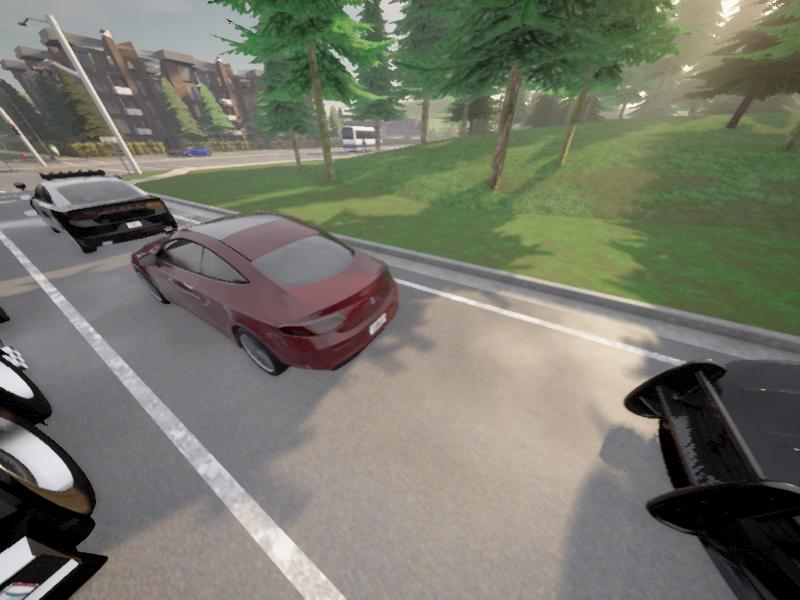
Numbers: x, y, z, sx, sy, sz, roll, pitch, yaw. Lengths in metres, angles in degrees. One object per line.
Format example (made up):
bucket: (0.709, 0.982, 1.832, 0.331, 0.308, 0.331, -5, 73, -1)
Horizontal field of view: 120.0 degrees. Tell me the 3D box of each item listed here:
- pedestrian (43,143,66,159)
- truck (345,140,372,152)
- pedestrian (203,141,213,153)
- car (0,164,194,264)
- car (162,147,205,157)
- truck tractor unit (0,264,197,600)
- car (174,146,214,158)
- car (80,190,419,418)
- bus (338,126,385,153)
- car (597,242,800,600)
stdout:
pedestrian: (-46.489, -20.052, 31.097, 0.751, 1.860, 0.751, 14, 38, 20)
truck: (-9.247, -34.637, 51.879, 2.390, 2.098, 6.274, 18, 39, 24)
pedestrian: (-38.392, -30.603, 46.189, 0.751, 1.860, 0.751, 18, 39, 25)
car: (-8.619, -2.713, 6.504, 5.238, 1.638, 1.930, 18, 39, 25)
car: (-35.973, -24.747, 38.579, 1.895, 1.301, 4.718, 18, 39, 24)
truck tractor unit: (-5.118, -0.291, 0.790, 6.516, 4.208, 3.053, 18, 39, 24)
car: (-32.915, -23.855, 37.123, 1.816, 1.474, 4.193, 18, 39, 24)
car: (-2.249, -0.527, 3.501, 4.674, 1.442, 1.812, 18, 39, 24)
bus: (-7.610, -33.273, 48.030, 3.944, 4.253, 10.273, 18, 39, 24)
car: (4.054, 1.465, 0.430, 5.238, 1.638, 1.930, 18, 39, 24)
